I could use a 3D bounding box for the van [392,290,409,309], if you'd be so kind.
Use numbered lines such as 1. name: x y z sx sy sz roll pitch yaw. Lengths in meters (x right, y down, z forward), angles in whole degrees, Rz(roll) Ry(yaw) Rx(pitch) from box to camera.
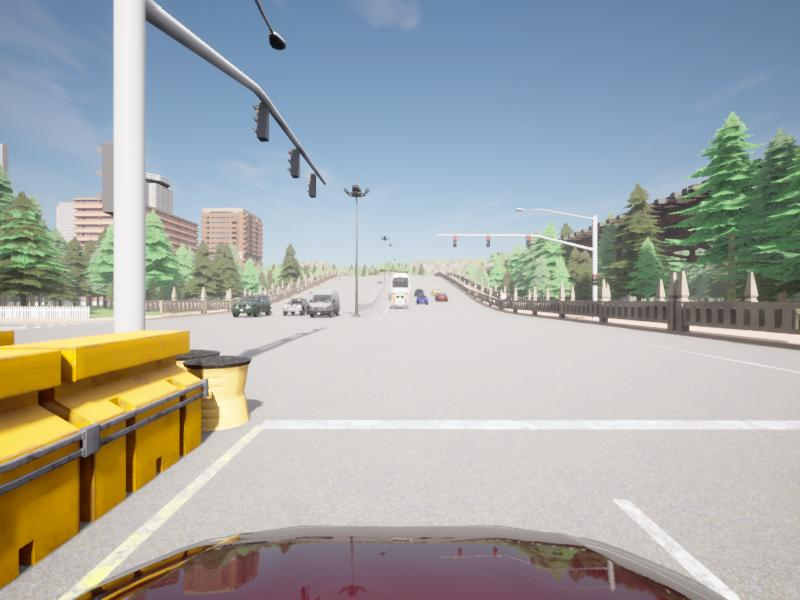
1. van: 0.038 -0.134 57.839 2.351 2.431 6.366 0 4 0

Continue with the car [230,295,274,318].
1. car: -13.999 0.558 38.138 2.150 2.045 5.566 0 0 0

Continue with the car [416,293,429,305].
1. car: 3.571 -0.202 64.711 1.816 1.474 4.193 0 5 0

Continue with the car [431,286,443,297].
1. car: 7.145 -1.760 77.741 1.801 1.575 5.366 0 7 0

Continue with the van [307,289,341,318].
1. van: -7.000 0.310 37.467 1.988 2.561 5.915 0 0 0

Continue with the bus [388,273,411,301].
1. bus: -0.001 -2.582 73.446 3.944 4.253 10.273 0 7 0

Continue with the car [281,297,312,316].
1. car: -10.494 0.636 40.947 1.932 1.855 4.605 0 0 0

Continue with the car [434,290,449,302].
1. car: 7.098 -0.696 69.408 2.163 1.488 4.792 0 7 0
